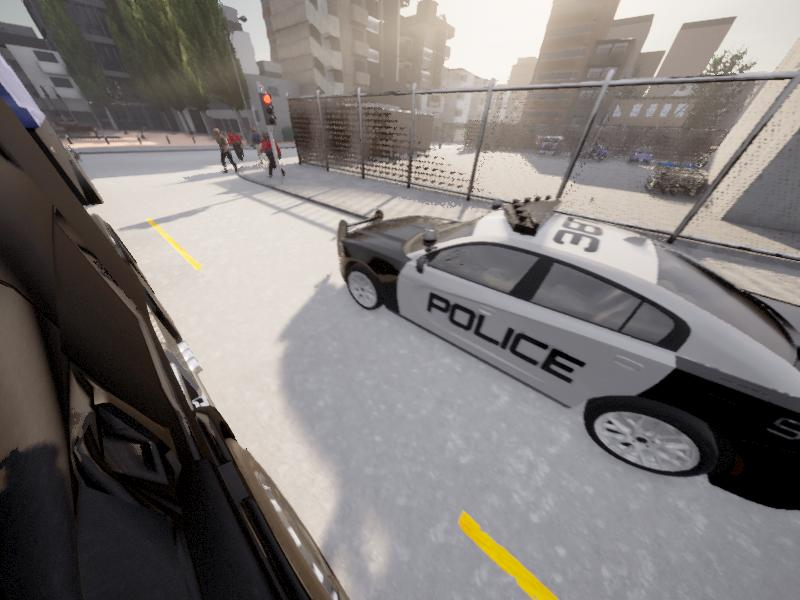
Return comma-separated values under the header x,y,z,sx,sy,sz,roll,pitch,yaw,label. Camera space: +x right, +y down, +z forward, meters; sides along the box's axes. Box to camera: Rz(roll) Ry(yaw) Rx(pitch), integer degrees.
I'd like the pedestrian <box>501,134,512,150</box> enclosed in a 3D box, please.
x,y,z,sx,sy,sz,roll,pitch,yaw,label
16.006,-23.744,34.703,0.751,1.860,0.751,29,44,30,pedestrian

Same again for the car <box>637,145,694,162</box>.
x,y,z,sx,sy,sz,roll,pitch,yaw,label
36.234,-20.140,31.712,4.892,1.490,1.837,27,43,29,car

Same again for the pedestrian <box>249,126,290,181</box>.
x,y,z,sx,sy,sz,roll,pitch,yaw,label
-5.484,-6.175,9.788,0.751,1.860,0.751,19,40,20,pedestrian

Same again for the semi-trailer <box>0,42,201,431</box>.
x,y,z,sx,sy,sz,roll,pitch,yaw,label
-8.695,-3.606,4.233,14.254,4.402,2.717,28,44,30,semi-trailer

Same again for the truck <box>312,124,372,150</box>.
x,y,z,sx,sy,sz,roll,pitch,yaw,label
-6.192,-18.251,25.927,2.390,2.098,6.274,27,43,29,truck

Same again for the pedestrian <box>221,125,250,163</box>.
x,y,z,sx,sy,sz,roll,pitch,yaw,label
-10.146,-9.632,14.299,0.751,1.860,0.751,31,45,33,pedestrian

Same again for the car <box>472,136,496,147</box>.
x,y,z,sx,sy,sz,roll,pitch,yaw,label
15.707,-29.570,43.081,2.033,1.411,5.357,27,43,29,car

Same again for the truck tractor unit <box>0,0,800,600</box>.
x,y,z,sx,sy,sz,roll,pitch,yaw,label
-2.645,-0.295,0.351,6.516,4.208,3.053,28,44,30,truck tractor unit

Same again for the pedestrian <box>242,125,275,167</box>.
x,y,z,sx,sy,sz,roll,pitch,yaw,label
-7.638,-8.359,12.570,0.751,1.860,0.751,13,38,14,pedestrian

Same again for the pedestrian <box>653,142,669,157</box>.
x,y,z,sx,sy,sz,roll,pitch,yaw,label
39.913,-23.063,35.341,0.751,1.860,0.751,27,43,29,pedestrian

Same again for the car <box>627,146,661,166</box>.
x,y,z,sx,sy,sz,roll,pitch,yaw,label
25.260,-15.043,24.033,1.845,1.501,3.633,27,43,29,car

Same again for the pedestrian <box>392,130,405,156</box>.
x,y,z,sx,sy,sz,roll,pitch,yaw,label
-0.173,-13.812,20.349,0.751,1.860,0.751,-29,47,-35,pedestrian

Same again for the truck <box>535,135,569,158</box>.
x,y,z,sx,sy,sz,roll,pitch,yaw,label
18.427,-18.613,27.948,2.069,2.038,4.478,27,43,29,truck

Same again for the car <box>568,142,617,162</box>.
x,y,z,sx,sy,sz,roll,pitch,yaw,label
21.454,-16.590,25.839,3.705,1.547,1.789,27,43,29,car

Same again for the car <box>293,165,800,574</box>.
x,y,z,sx,sy,sz,roll,pitch,yaw,label
1.240,-0.332,2.819,5.238,1.638,1.930,27,43,29,car

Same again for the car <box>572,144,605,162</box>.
x,y,z,sx,sy,sz,roll,pitch,yaw,label
21.376,-16.695,26.095,2.033,1.415,5.357,27,43,29,car

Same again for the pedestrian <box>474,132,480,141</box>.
x,y,z,sx,sy,sz,roll,pitch,yaw,label
19.262,-40.651,57.531,0.751,1.860,0.751,28,43,29,pedestrian

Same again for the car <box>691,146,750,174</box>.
x,y,z,sx,sy,sz,roll,pitch,yaw,label
28.641,-12.706,20.841,1.905,1.878,3.866,27,43,29,car

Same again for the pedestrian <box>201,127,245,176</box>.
x,y,z,sx,sy,sz,roll,pitch,yaw,label
-8.220,-6.926,10.803,0.751,1.860,0.751,11,38,11,pedestrian

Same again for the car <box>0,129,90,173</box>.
x,y,z,sx,sy,sz,roll,pitch,yaw,label
-17.329,-6.352,9.832,1.812,1.442,4.674,28,43,29,car

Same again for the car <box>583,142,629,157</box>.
x,y,z,sx,sy,sz,roll,pitch,yaw,label
31.103,-22.862,35.007,4.902,1.511,2.128,27,43,28,car
